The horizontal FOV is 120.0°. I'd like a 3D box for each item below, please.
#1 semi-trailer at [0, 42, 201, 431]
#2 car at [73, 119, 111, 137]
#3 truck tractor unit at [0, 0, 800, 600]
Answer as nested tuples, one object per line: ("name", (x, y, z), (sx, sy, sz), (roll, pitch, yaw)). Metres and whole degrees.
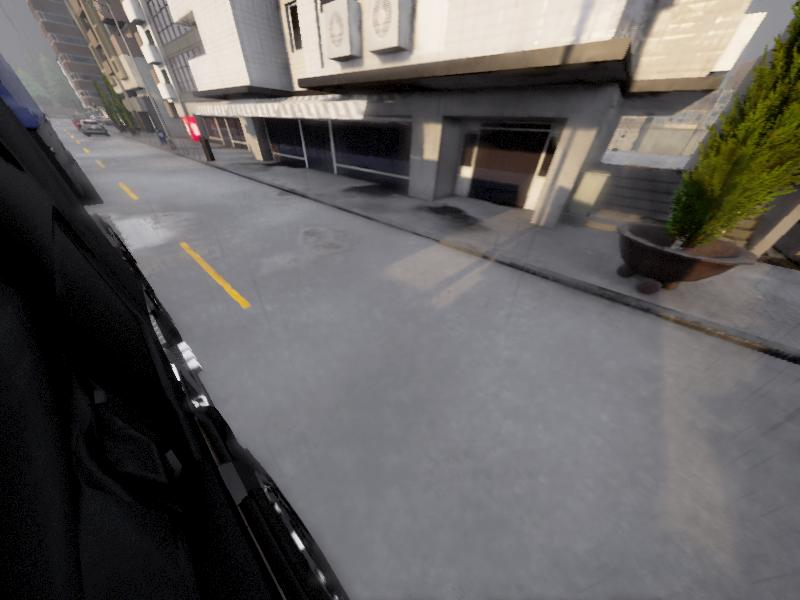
("semi-trailer", (-8.696, -3.607, 4.231), (14.254, 4.402, 2.717), (28, 44, 30))
("car", (-35.927, -20.092, 26.972), (3.806, 1.475, 1.970), (28, 44, 30))
("truck tractor unit", (-2.645, -0.295, 0.351), (6.516, 4.208, 3.053), (28, 44, 30))
